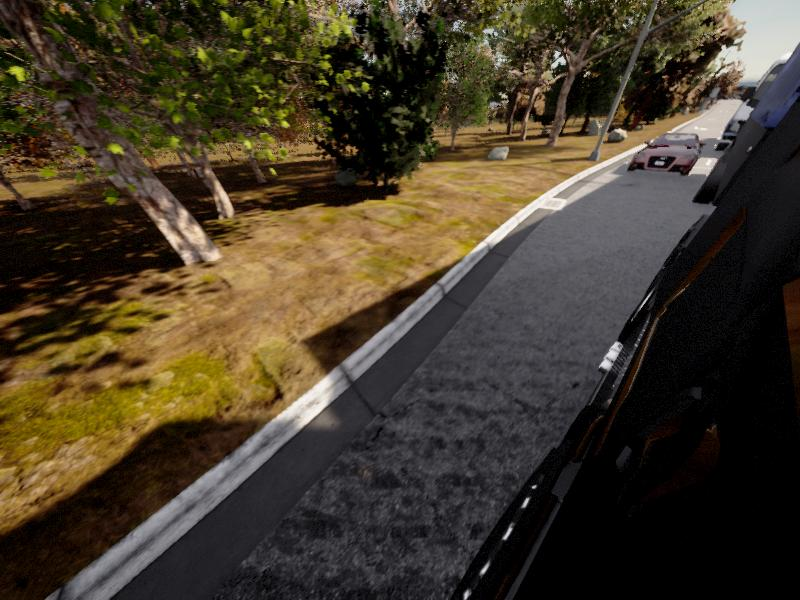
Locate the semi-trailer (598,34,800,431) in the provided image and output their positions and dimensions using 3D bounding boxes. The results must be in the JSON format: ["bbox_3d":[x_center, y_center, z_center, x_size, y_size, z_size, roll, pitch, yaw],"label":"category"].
[{"bbox_3d":[8.648,-3.649,4.258,14.254,4.402,2.717,-29,44,-30],"label":"semi-trailer"}]

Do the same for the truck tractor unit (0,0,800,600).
[{"bbox_3d":[2.645,-0.295,0.352,6.516,4.208,3.053,-28,44,-30],"label":"truck tractor unit"}]

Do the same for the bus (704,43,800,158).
[{"bbox_3d":[22.666,-11.544,13.525,10.273,4.253,3.944,-31,46,-31],"label":"bus"}]

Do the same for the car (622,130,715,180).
[{"bbox_3d":[12.099,-6.649,10.393,4.181,1.385,1.994,-31,46,-31],"label":"car"}]
